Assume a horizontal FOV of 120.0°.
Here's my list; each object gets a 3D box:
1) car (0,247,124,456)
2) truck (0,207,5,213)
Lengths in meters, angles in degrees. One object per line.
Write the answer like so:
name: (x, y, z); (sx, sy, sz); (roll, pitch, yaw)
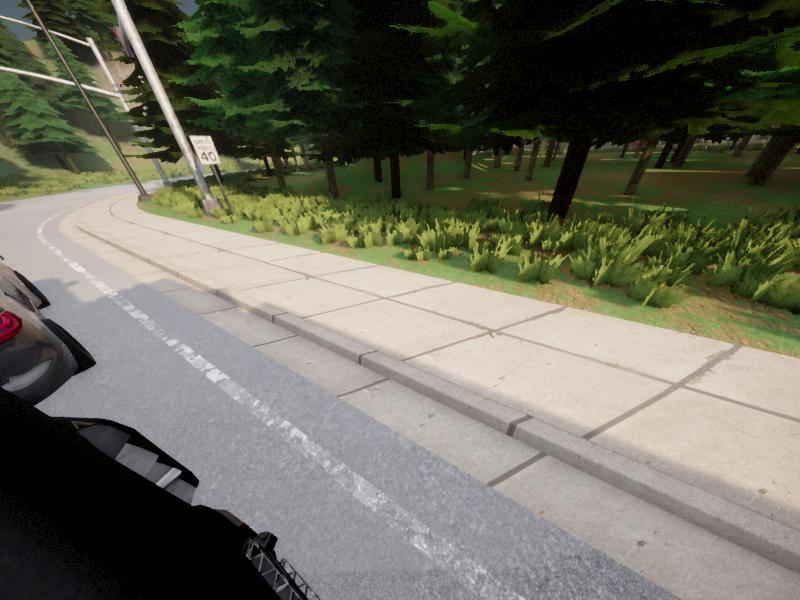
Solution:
car: (-5.790, 0.288, 2.440); (4.611, 1.667, 2.242); (16, 38, 26)
truck: (-23.260, -4.670, 10.557); (2.627, 2.467, 5.204); (-21, 36, -24)
